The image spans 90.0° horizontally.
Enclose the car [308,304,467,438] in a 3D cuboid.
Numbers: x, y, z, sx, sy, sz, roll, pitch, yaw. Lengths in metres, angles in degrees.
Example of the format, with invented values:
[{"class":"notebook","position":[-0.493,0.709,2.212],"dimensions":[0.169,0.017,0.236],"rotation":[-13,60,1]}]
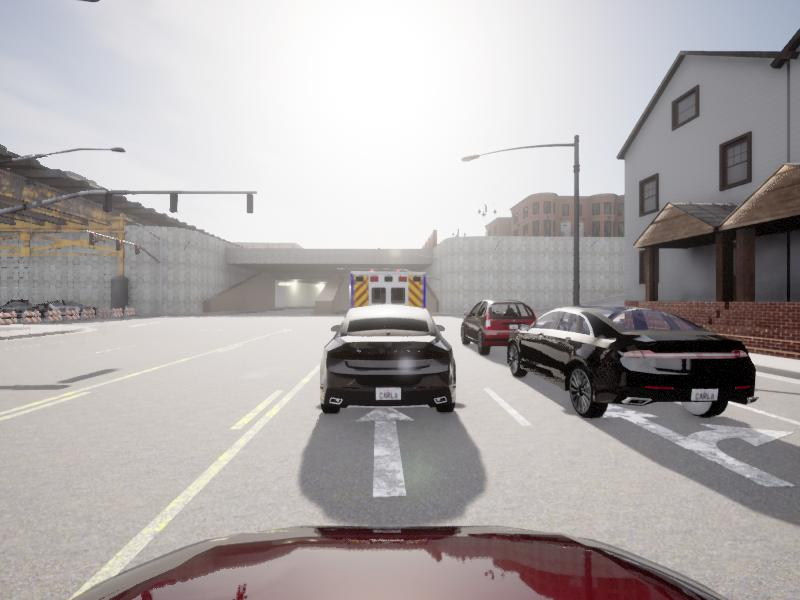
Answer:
[{"class":"car","position":[-0.209,0.844,7.073],"dimensions":[1.837,1.490,4.892],"rotation":[0,0,-2]}]

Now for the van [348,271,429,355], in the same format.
[{"class":"van","position":[-0.436,0.378,14.773],"dimensions":[2.351,2.431,6.366],"rotation":[0,0,-2]}]

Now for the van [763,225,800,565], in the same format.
[{"class":"van","position":[3.492,0.572,0.423],"dimensions":[2.069,2.038,4.480],"rotation":[0,0,-2]}]

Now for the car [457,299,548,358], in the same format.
[{"class":"car","position":[3.116,0.788,13.044],"dimensions":[1.851,1.617,3.988],"rotation":[0,0,-2]}]

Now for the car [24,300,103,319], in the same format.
[{"class":"car","position":[-30.069,0.796,35.949],"dimensions":[2.038,1.542,4.974],"rotation":[0,0,27]}]

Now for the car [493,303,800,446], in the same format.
[{"class":"car","position":[3.293,0.836,6.852],"dimensions":[2.128,1.511,4.902],"rotation":[0,0,-2]}]

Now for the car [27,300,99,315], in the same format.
[{"class":"car","position":[-30.092,0.638,35.903],"dimensions":[1.853,1.218,4.536],"rotation":[0,0,27]}]

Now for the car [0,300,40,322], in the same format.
[{"class":"car","position":[-29.116,0.796,30.609],"dimensions":[2.038,1.542,4.974],"rotation":[0,0,-38]}]
